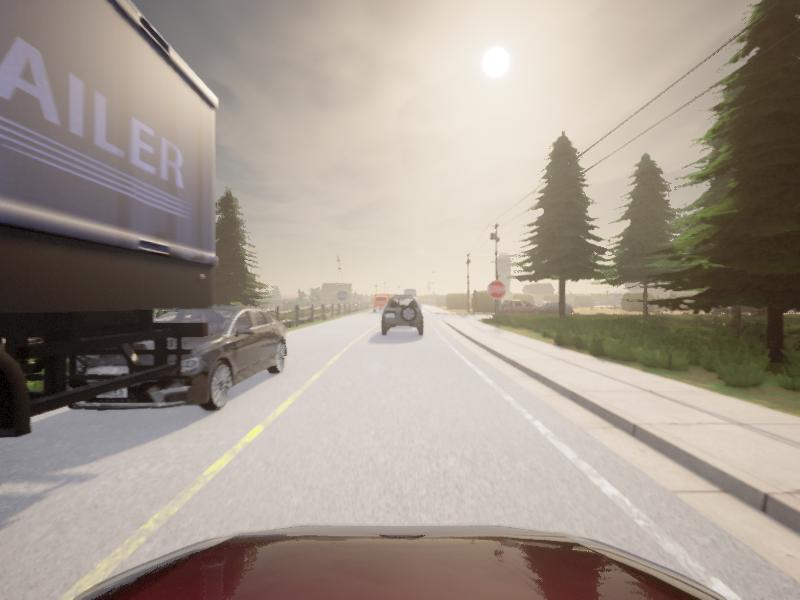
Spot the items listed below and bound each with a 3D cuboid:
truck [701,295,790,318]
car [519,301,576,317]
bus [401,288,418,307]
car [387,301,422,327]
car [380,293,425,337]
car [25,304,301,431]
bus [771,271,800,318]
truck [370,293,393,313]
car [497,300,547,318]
[{"bbox_3d":[31.779,0.583,36.936,6.274,2.098,2.390,0,0,-1],"label":"truck"},{"bbox_3d":[14.747,0.878,40.128,4.902,1.511,2.128,0,0,-1],"label":"car"},{"bbox_3d":[2.244,-0.512,93.248,3.944,4.253,10.273,0,0,2],"label":"bus"},{"bbox_3d":[0.384,0.830,25.868,2.007,1.525,4.514,0,0,4],"label":"car"},{"bbox_3d":[0.146,0.652,19.257,1.932,1.855,4.605,0,0,1],"label":"car"},{"bbox_3d":[-3.485,0.847,7.311,2.128,1.511,4.902,0,0,0],"label":"car"},{"bbox_3d":[41.448,-0.493,37.231,10.273,4.253,3.944,0,0,-1],"label":"bus"},{"bbox_3d":[-2.363,0.364,53.200,2.627,2.467,5.204,0,0,2],"label":"truck"},{"bbox_3d":[11.120,0.828,36.546,3.988,1.617,1.851,0,0,-1],"label":"car"}]
